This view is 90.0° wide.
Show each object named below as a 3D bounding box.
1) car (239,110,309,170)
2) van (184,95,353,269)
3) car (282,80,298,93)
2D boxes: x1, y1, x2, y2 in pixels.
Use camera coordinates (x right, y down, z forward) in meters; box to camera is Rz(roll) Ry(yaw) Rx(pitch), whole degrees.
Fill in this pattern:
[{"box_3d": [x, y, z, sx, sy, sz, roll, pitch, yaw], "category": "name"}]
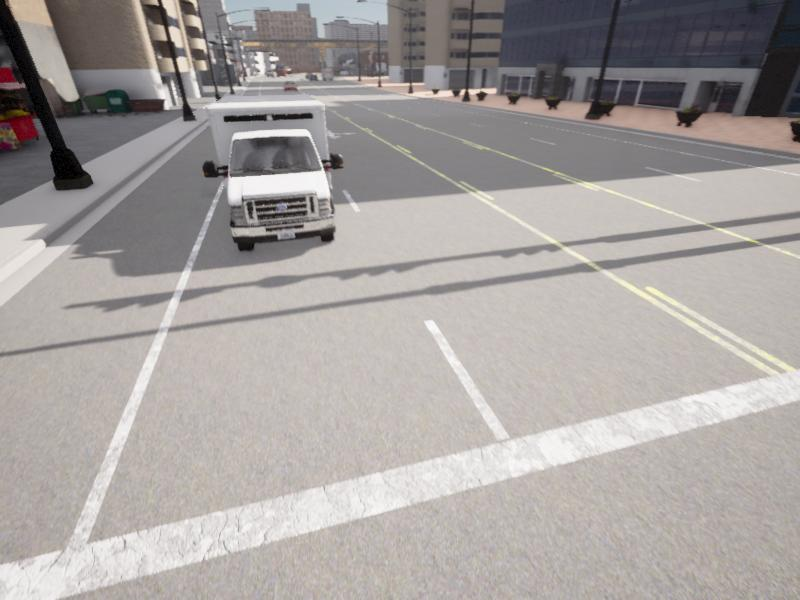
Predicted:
[{"box_3d": [-5.072, -6.611, 16.195, 2.128, 1.511, 4.902, -9, 31, -14], "category": "car"}, {"box_3d": [-2.910, -3.292, 9.422, 2.351, 2.431, 6.366, -9, 31, -13], "category": "van"}, {"box_3d": [-19.098, -37.207, 69.648, 2.242, 1.667, 4.611, -9, 32, -14], "category": "car"}]
